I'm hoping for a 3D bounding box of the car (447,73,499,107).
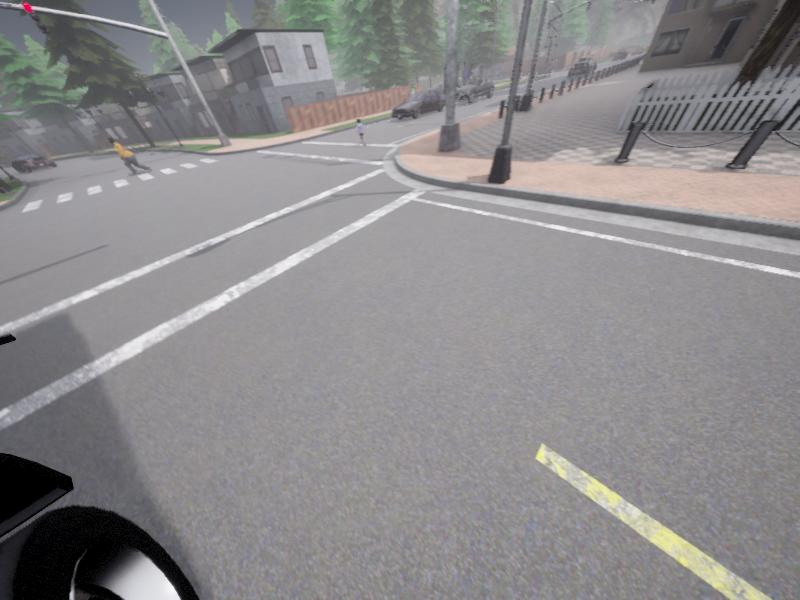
[{"bbox_3d":[6.690,-19.187,21.100,2.152,1.651,5.027,30,55,34],"label":"car"}]

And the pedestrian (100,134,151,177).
[{"bbox_3d":[-14.912,-7.870,12.608,0.751,1.860,0.751,26,53,32],"label":"pedestrian"}]

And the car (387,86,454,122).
[{"bbox_3d":[1.731,-15.061,17.748,2.033,1.411,5.357,30,55,34],"label":"car"}]

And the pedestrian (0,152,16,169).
[{"bbox_3d":[-53.200,-18.699,30.833,0.751,1.860,0.751,-3,43,7],"label":"pedestrian"}]

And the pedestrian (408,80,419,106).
[{"bbox_3d":[1.404,-21.262,23.798,0.751,1.860,0.751,30,55,34],"label":"pedestrian"}]

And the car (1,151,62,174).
[{"bbox_3d":[-35.770,-13.308,22.443,4.181,1.385,1.994,11,47,21],"label":"car"}]

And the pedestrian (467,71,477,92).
[{"bbox_3d":[9.100,-27.490,29.074,0.751,1.860,0.751,27,54,32],"label":"pedestrian"}]

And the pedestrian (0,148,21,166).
[{"bbox_3d":[-54.819,-19.921,32.194,0.751,1.860,0.751,-16,43,-7],"label":"pedestrian"}]

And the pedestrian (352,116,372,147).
[{"bbox_3d":[-1.841,-8.158,11.209,0.500,1.100,0.500,22,51,30],"label":"pedestrian"}]
